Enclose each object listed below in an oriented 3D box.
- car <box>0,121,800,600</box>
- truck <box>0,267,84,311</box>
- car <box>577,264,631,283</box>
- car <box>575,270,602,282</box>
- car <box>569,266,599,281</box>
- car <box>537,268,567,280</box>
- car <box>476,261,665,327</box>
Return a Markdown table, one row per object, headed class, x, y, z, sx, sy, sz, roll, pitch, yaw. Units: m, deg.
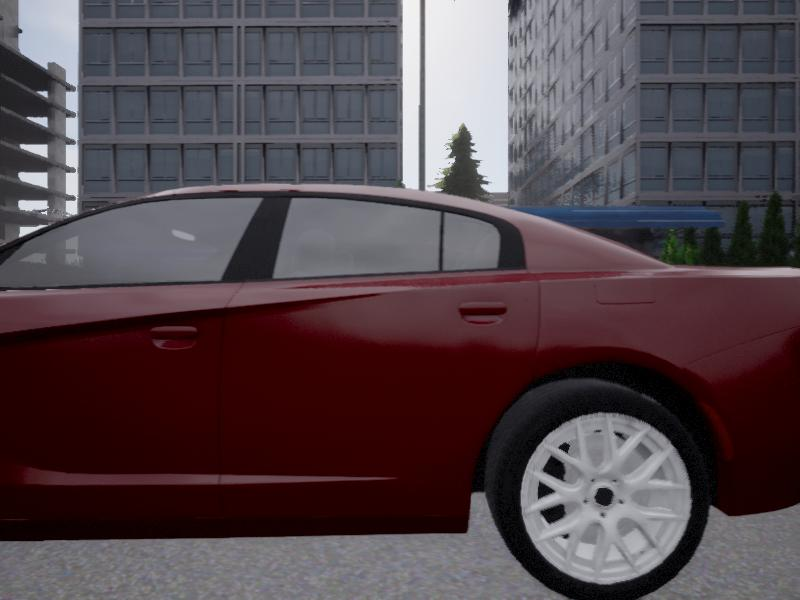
| class | x | y | z | sx | sy | sz | roll | pitch | yaw |
| --- | --- | --- | --- | --- | --- | --- | --- | --- | --- |
| car | -0.779 | 0.223 | 2.202 | 5.008 | 1.535 | 1.882 | -1 | 0 | 0 |
| truck | -35.154 | -0.928 | 38.351 | 2.891 | 3.827 | 8.468 | 0 | 0 | 0 |
| car | 7.492 | -0.945 | 14.633 | 1.642 | 0.535 | 1.750 | 0 | 0 | 31 |
| car | 7.400 | -0.938 | 15.690 | 0.945 | 0.468 | 0.156 | 0 | 0 | 31 |
| car | 6.523 | -0.939 | 14.201 | 0.945 | 0.468 | 0.156 | 0 | 0 | 31 |
| car | 5.580 | -0.950 | 14.734 | 1.022 | 0.378 | 0.154 | 0 | 0 | 31 |
| car | 6.322 | -0.197 | 15.322 | 6.274 | 2.098 | 2.390 | 0 | 0 | 31 |
